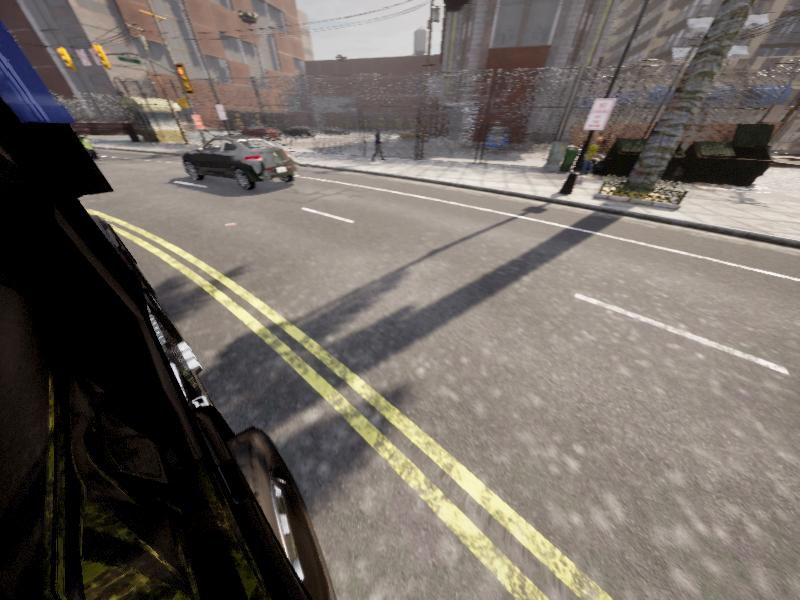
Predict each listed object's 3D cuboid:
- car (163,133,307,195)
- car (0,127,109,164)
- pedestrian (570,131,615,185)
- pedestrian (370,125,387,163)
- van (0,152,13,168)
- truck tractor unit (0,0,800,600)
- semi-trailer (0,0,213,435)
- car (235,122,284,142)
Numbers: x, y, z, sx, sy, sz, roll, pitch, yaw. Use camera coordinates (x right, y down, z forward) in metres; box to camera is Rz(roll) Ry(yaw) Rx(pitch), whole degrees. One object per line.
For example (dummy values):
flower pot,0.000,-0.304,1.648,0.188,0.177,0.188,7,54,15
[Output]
car,-6.682,-5.779,9.528,5.027,1.651,2.152,18,40,21
car,-20.344,-9.152,13.569,4.514,1.525,2.007,13,39,15
pedestrian,8.164,-6.068,9.899,0.751,1.860,0.751,20,41,22
pedestrian,-1.315,-9.580,14.177,0.751,1.860,0.751,11,38,12
van,-22.877,-7.896,11.016,5.915,2.561,1.988,13,39,14
truck tractor unit,-2.645,-0.295,0.351,6.516,4.208,3.053,28,44,30
semi-trailer,-9.470,-2.882,3.343,14.254,4.402,2.717,18,40,20
car,-17.096,-20.541,28.161,4.553,1.767,2.185,12,39,14
